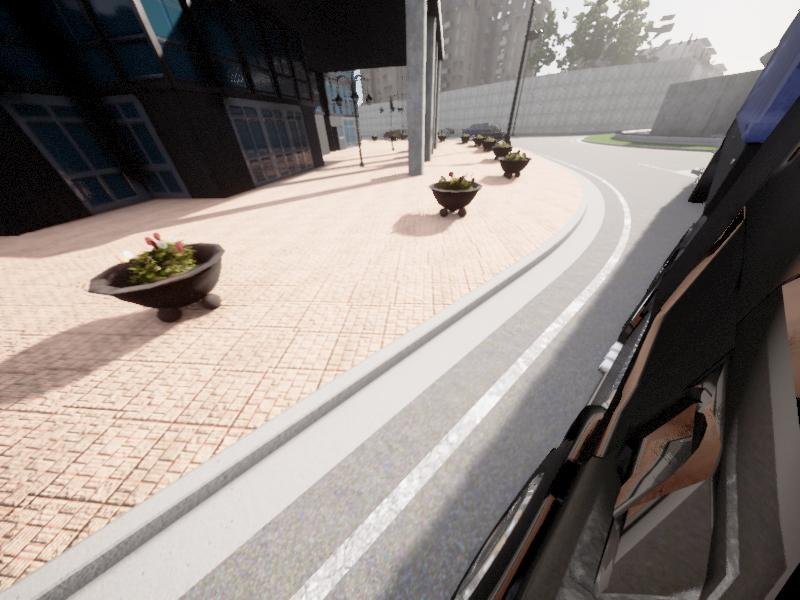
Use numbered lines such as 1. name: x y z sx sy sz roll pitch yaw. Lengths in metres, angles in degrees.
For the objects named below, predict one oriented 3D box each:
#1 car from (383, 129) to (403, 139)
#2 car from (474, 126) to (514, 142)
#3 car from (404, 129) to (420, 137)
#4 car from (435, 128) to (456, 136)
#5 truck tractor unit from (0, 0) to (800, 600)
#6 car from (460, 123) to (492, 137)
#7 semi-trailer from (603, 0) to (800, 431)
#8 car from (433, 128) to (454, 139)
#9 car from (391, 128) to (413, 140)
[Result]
1. car: -1.651 -38.941 54.273 2.152 1.651 5.027 -27 43 -29
2. car: 13.037 -23.361 32.541 1.930 1.638 5.238 -17 39 -18
3. car: 3.057 -42.251 58.407 1.851 1.617 3.988 -27 43 -29
4. car: 10.741 -40.120 55.133 1.837 1.490 4.892 -28 43 -29
5. truck tractor unit: 2.645 -0.295 0.351 6.516 4.208 3.053 -28 44 -30
6. car: 15.186 -34.156 46.436 2.150 2.045 5.566 -31 45 -32
7. semi-trailer: 8.517 -3.757 4.349 14.254 4.402 2.717 -30 41 -31
8. car: 8.235 -31.749 44.122 1.845 1.501 3.633 -26 42 -27
9. car: 0.342 -34.212 47.631 1.932 1.855 4.605 -28 43 -29
